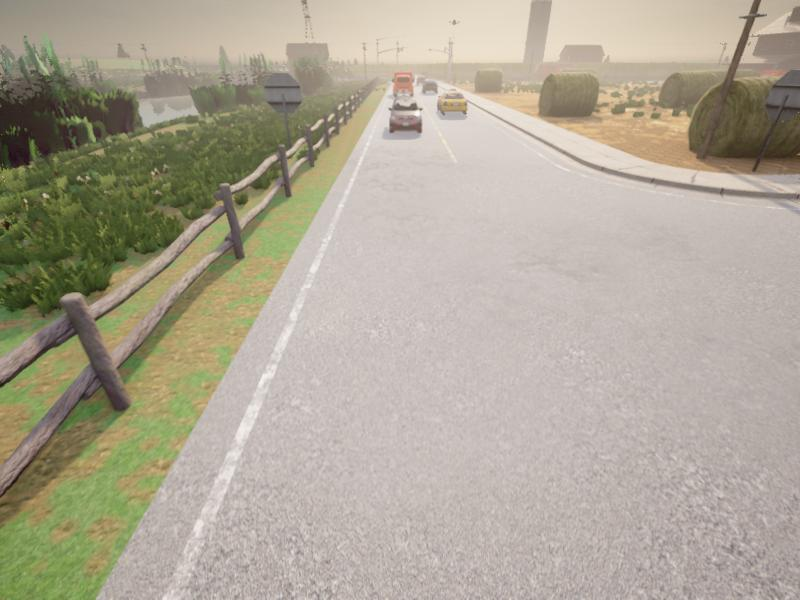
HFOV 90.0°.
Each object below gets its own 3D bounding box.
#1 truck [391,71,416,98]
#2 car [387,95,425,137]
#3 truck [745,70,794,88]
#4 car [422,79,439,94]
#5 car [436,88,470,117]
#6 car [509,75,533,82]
[{"bbox_3d":[0.399,-24.971,46.259,2.627,2.467,5.204,0,31,0],"label":"truck"},{"bbox_3d":[0.294,-9.860,21.283,1.851,1.617,3.988,0,30,0],"label":"car"},{"bbox_3d":[61.198,-36.684,66.357,2.627,2.467,5.204,-2,30,-3],"label":"truck"},{"bbox_3d":[3.920,-28.079,52.556,1.837,1.490,4.892,0,30,0],"label":"car"},{"bbox_3d":[3.841,-14.708,29.603,1.801,1.575,5.366,0,30,0],"label":"car"},{"bbox_3d":[26.994,-49.607,89.519,4.674,1.442,1.812,-1,30,-2],"label":"car"}]
